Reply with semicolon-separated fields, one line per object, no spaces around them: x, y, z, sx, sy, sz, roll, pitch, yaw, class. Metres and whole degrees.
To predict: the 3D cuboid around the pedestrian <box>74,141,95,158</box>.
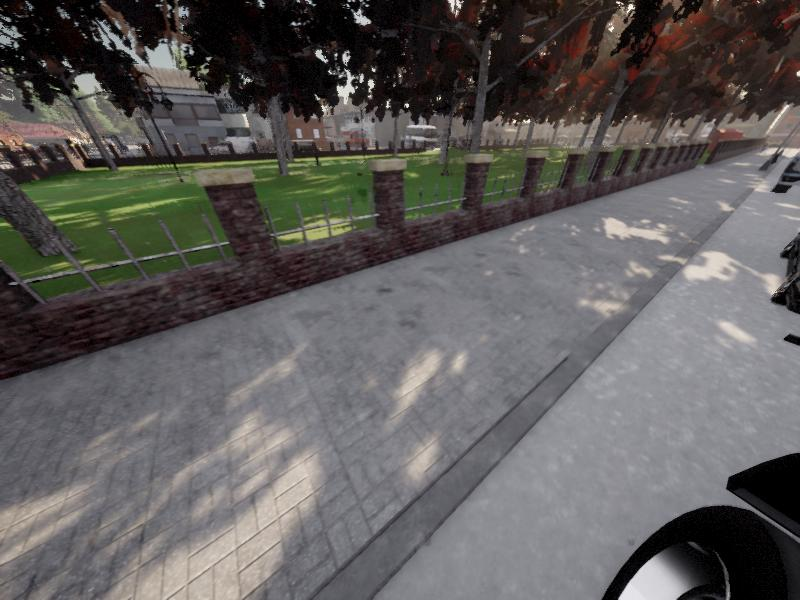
-43.309;-20.684;31.757;0.751;1.860;0.751;-16;38;-21;pedestrian

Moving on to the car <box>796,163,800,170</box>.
33.651;-11.326;18.084;3.866;1.878;1.905;-23;41;-27;car

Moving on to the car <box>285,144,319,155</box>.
-16.388;-25.171;38.615;4.718;1.301;1.895;-20;40;-26;car

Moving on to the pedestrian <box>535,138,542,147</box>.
35.294;-40.173;58.804;0.751;1.860;0.751;-23;41;-28;pedestrian

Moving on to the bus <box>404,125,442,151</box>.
4.768;-36.165;51.296;3.944;4.253;10.273;-12;39;-19;bus

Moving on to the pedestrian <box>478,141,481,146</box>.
22.112;-43.403;64.143;0.500;1.100;0.500;-8;36;-11;pedestrian

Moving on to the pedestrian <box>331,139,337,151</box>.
-12.725;-30.080;44.824;0.751;1.860;0.751;-11;37;-15;pedestrian

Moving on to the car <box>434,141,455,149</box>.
10.410;-36.352;54.151;4.674;1.442;1.812;-22;41;-28;car

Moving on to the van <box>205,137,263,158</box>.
-24.367;-22.623;34.076;6.366;2.431;2.351;-22;41;-28;van

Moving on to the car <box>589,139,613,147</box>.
58.807;-46.052;67.639;2.097;1.767;4.553;-22;41;-28;car

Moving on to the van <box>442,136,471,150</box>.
12.510;-34.541;50.714;6.366;2.431;2.351;-25;43;-30;van

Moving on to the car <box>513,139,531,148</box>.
33.375;-42.880;63.246;4.605;1.855;1.932;-22;41;-28;car

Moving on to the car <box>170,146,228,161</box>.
-25.690;-18.926;29.739;5.357;1.411;2.033;-21;40;-27;car

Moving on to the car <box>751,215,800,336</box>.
8.033;-0.694;3.626;5.357;1.411;2.033;-22;41;-28;car

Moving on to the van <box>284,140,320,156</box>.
-14.934;-23.312;35.368;4.442;1.987;1.775;-23;41;-29;van

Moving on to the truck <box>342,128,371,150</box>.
-10.308;-37.743;54.210;2.891;3.827;8.468;-22;41;-28;truck

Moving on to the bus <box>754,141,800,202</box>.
21.552;-7.283;10.387;10.273;4.253;3.944;-23;41;-27;bus

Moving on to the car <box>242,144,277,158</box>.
-19.900;-21.162;32.750;3.633;1.501;1.845;-23;41;-29;car

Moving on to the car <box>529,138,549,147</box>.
40.265;-45.749;67.125;5.566;2.045;2.150;-22;41;-28;car

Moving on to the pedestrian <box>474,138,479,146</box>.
21.821;-44.970;65.708;0.751;1.860;0.751;-24;42;-30;pedestrian

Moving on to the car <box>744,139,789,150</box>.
78.838;-33.648;49.818;1.932;1.855;4.605;-18;39;-24;car
